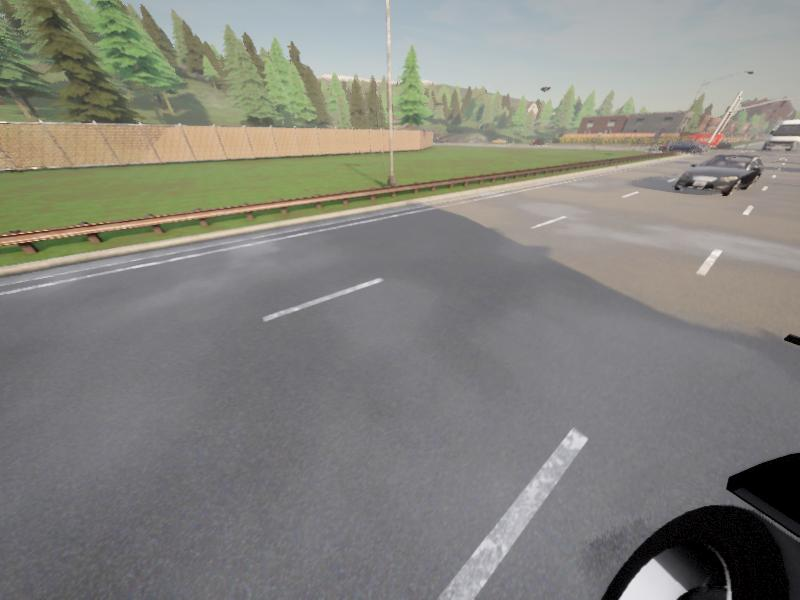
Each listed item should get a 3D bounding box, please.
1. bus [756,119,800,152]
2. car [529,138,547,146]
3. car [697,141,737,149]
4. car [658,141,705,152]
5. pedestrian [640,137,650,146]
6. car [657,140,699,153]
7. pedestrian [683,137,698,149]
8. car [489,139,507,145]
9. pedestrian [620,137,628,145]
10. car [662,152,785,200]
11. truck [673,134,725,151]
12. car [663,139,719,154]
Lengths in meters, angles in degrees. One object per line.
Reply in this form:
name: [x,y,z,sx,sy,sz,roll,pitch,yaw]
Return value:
bus: [66.506,-28.073,39.483,10.273,4.253,3.944,-22,41,-28]
car: [40.314,-46.350,67.656,1.905,1.878,3.866,-22,41,-28]
car: [63.714,-31.255,46.520,4.181,1.385,1.994,10,37,15]
car: [49.173,-26.955,40.444,2.163,1.488,4.792,-22,40,-27]
pedestrian: [62.401,-40.451,58.836,0.751,1.860,0.751,-22,41,-28]
car: [46.418,-25.742,38.637,1.851,1.617,3.988,-22,40,-27]
pedestrian: [52.620,-28.383,41.805,0.751,1.860,0.751,-18,39,-23]
car: [34.025,-54.958,80.180,1.801,1.575,5.366,-22,40,-27]
pedestrian: [60.095,-42.589,61.885,0.751,1.860,0.751,-23,41,-29]
car: [15.444,-6.062,11.068,4.902,1.511,2.128,-18,39,-23]
truck: [56.086,-29.711,43.468,2.627,2.467,5.204,-22,42,-27]
car: [43.518,-23.068,34.707,2.097,1.767,4.553,-7,36,-9]
